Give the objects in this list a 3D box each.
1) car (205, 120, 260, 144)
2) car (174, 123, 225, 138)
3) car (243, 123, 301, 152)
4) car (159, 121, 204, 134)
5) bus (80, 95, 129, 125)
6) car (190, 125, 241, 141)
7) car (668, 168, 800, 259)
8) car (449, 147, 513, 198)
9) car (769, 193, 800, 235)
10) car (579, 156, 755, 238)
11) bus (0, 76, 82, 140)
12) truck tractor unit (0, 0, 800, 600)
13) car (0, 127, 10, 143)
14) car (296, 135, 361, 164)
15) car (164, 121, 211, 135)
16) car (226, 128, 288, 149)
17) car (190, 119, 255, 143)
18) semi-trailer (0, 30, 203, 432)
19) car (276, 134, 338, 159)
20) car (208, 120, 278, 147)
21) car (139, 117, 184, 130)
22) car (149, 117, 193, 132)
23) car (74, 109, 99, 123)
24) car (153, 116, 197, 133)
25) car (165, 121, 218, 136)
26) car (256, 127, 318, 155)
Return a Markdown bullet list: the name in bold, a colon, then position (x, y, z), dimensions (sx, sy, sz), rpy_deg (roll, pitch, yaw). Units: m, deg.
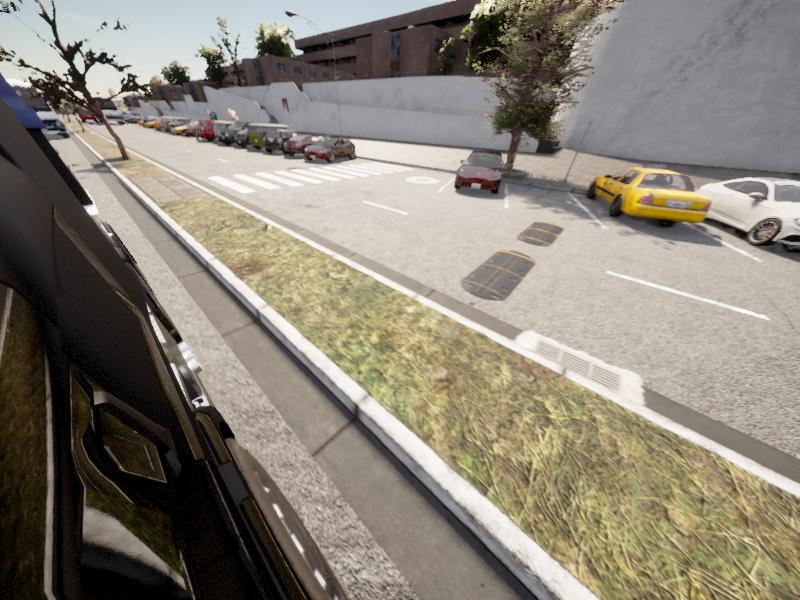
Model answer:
- **car**: position (-18.712, -18.904, 26.095), dimensions (1.878, 1.987, 4.442), rpy_deg (15, 38, 15)
- **car**: position (-27.772, -23.691, 32.290), dimensions (2.163, 1.488, 4.792), rpy_deg (15, 38, 14)
- **car**: position (-11.834, -15.342, 21.785), dimensions (1.878, 1.987, 4.442), rpy_deg (14, 37, 15)
- **car**: position (-34.575, -27.444, 36.772), dimensions (2.002, 1.452, 4.674), rpy_deg (15, 38, 15)
- **bus**: position (-61.143, -39.260, 47.819), dimensions (10.273, 4.253, 3.944), rpy_deg (29, 44, 30)
- **car**: position (-23.229, -21.220, 29.333), dimensions (2.002, 1.452, 4.674), rpy_deg (14, 38, 15)
- **car**: position (10.917, -2.709, 6.798), dimensions (2.002, 1.452, 4.674), rpy_deg (15, 38, 15)
- **car**: position (4.057, -6.407, 11.294), dimensions (2.163, 1.488, 4.792), rpy_deg (15, 38, 15)
- **car**: position (13.206, -1.691, 5.088), dimensions (2.435, 2.045, 5.566), rpy_deg (15, 38, 15)
- **car**: position (8.690, -4.076, 8.425), dimensions (1.946, 1.575, 5.366), rpy_deg (14, 37, 15)
- **bus**: position (-35.833, -18.423, 22.364), dimensions (10.273, 4.253, 3.944), rpy_deg (29, 44, 30)
- **truck tractor unit**: position (-2.645, -0.295, 0.351), dimensions (6.516, 4.208, 3.053), rpy_deg (28, 44, 30)
- **car**: position (-32.825, -13.138, 17.933), dimensions (4.181, 1.385, 1.994), rpy_deg (29, 44, 30)
- **car**: position (-5.071, -11.358, 17.320), dimensions (2.163, 1.488, 4.792), rpy_deg (15, 38, 15)
- **car**: position (-32.295, -26.216, 35.312), dimensions (2.163, 1.488, 4.792), rpy_deg (15, 38, 15)
- **car**: position (-14.154, -16.323, 23.322), dimensions (2.231, 1.521, 4.892), rpy_deg (14, 37, 15)
- **car**: position (-20.937, -20.237, 27.692), dimensions (2.435, 2.045, 5.566), rpy_deg (14, 38, 15)
- **semi-trailer**: position (-8.792, -3.541, 4.131), dimensions (14.254, 4.402, 2.717), rpy_deg (27, 43, 29)
- **car**: position (-7.353, -12.603, 18.855), dimensions (2.002, 1.452, 4.674), rpy_deg (14, 37, 15)
- **car**: position (-16.411, -17.742, 24.651), dimensions (2.435, 2.045, 5.566), rpy_deg (15, 38, 15)
- **car**: position (-43.700, -32.420, 42.507), dimensions (1.946, 1.575, 5.366), rpy_deg (15, 38, 14)
- **car**: position (-39.109, -30.077, 39.609), dimensions (2.185, 1.767, 4.553), rpy_deg (15, 38, 14)
- **car**: position (-65.259, -38.339, 48.109), dimensions (5.566, 2.045, 2.150), rpy_deg (29, 44, 30)
- **car**: position (-36.855, -28.845, 38.003), dimensions (1.878, 1.987, 4.442), rpy_deg (15, 38, 14)
- **car**: position (-30.090, -24.876, 33.638), dimensions (1.946, 1.575, 5.366), rpy_deg (15, 38, 14)
- **car**: position (-9.621, -13.951, 20.233), dimensions (2.185, 1.767, 4.553), rpy_deg (14, 37, 15)
